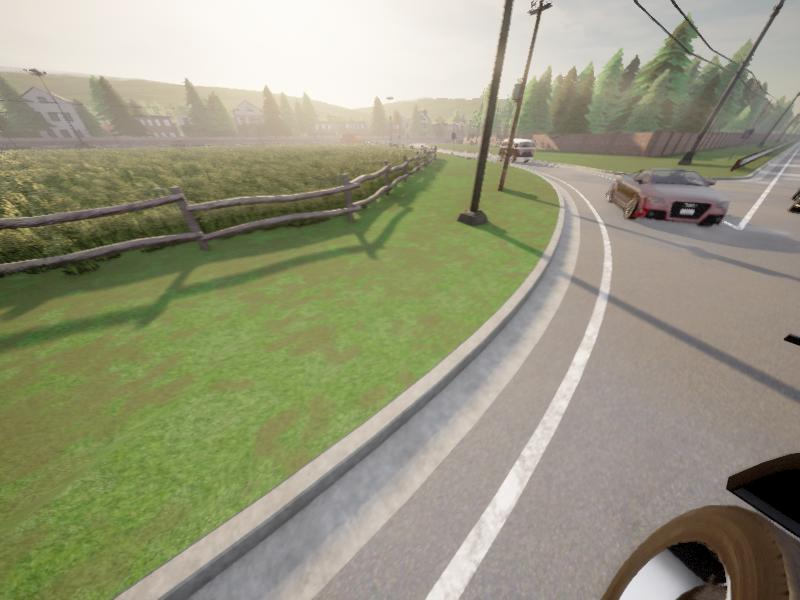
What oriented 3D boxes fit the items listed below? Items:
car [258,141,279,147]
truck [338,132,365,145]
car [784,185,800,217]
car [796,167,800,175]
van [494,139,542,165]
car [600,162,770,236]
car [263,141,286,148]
[{"bbox_3d":[-39.300,-46.751,69.194,5.008,1.535,1.882,-22,40,-27],"label":"car"},{"bbox_3d":[-16.986,-56.627,81.018,8.468,3.827,2.891,-22,40,-27],"label":"truck"},{"bbox_3d":[15.884,-3.915,7.918,5.027,1.651,2.152,-22,41,-28],"label":"car"},{"bbox_3d":[30.057,-9.588,15.963,4.792,1.488,2.163,-22,41,-28],"label":"car"},{"bbox_3d":[11.864,-15.310,23.745,2.069,2.038,4.480,-4,35,-5],"label":"van"},{"bbox_3d":[8.831,-3.657,7.832,1.994,1.385,4.181,14,38,20],"label":"car"},{"bbox_3d":[-36.486,-45.432,67.295,5.366,1.575,1.801,-22,40,-27],"label":"car"}]
